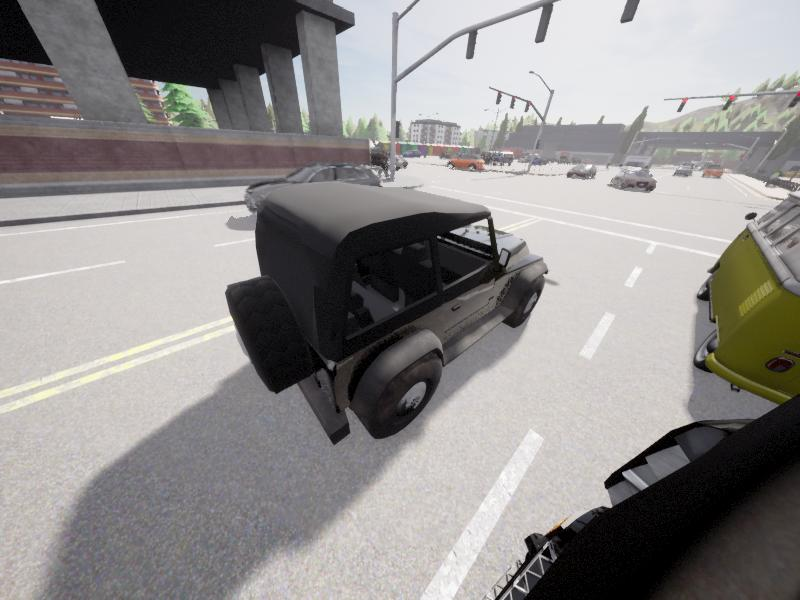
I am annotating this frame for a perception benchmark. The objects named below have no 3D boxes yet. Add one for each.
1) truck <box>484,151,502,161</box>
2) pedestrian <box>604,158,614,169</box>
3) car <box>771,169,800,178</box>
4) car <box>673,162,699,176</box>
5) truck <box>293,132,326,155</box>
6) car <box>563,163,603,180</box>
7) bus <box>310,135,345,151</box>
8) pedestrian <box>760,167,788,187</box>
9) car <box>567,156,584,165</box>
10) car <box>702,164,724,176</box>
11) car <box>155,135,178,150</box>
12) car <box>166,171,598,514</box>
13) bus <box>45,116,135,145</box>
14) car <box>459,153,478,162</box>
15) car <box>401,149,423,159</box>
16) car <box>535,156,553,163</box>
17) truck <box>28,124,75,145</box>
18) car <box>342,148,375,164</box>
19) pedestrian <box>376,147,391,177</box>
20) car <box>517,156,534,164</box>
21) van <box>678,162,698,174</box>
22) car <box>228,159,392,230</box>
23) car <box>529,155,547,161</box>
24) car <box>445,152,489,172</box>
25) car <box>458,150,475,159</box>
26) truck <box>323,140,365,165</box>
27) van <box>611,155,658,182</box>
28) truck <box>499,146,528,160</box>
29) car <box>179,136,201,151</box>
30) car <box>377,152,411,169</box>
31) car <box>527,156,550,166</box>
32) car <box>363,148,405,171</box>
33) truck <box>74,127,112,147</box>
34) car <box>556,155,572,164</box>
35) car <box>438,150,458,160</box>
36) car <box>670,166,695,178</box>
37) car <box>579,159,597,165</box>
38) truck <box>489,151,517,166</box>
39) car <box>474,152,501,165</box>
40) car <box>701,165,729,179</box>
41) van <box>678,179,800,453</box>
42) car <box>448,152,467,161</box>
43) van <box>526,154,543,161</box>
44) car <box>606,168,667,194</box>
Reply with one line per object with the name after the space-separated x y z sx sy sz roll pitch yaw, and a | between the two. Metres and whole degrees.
24.213 -37.524 60.160 4.478 2.038 2.069 -24 42 -35 | truck
41.795 -27.304 46.241 0.751 1.860 0.751 -26 43 -36 | pedestrian
90.185 -28.820 52.786 1.801 1.575 5.366 -24 42 -35 | car
52.887 -24.288 42.690 5.566 2.045 2.150 -24 42 -35 | car
-19.121 -33.072 48.773 2.891 3.827 8.468 -25 42 -35 | truck
20.896 -14.712 26.345 4.792 1.488 2.163 -24 42 -35 | car
-24.901 -54.195 79.867 10.273 4.253 3.944 -24 42 -34 | bus
41.313 -13.614 25.576 0.751 1.860 0.751 -25 42 -35 | pedestrian
46.722 -37.084 61.369 4.605 1.855 1.932 -24 42 -35 | car
63.709 -26.554 47.076 3.866 1.878 1.905 -24 42 -35 | car
-37.488 -25.264 37.127 1.905 1.878 3.866 -24 42 -35 | car
0.274 -0.351 2.784 3.866 1.878 1.905 -24 42 -35 | car
-65.295 -36.016 49.424 10.273 4.253 3.944 -24 42 -34 | bus
14.796 -30.867 50.028 3.806 1.475 1.970 -24 42 -35 | car
2.696 -33.642 53.165 4.611 1.667 2.242 -24 42 -35 | car
38.218 -37.188 61.310 5.357 1.415 2.033 -24 42 -35 | car
-54.985 -26.148 36.667 2.615 2.467 5.204 -24 42 -35 | truck
-5.931 -20.548 32.873 1.930 1.638 5.238 -25 42 -35 | car
-1.201 -10.213 17.140 0.751 1.860 0.751 26 40 30 | pedestrian
29.941 -33.447 55.059 3.806 1.475 1.970 -24 42 -35 | car
58.990 -27.043 47.349 4.442 1.987 1.775 -24 42 -35 | van
-2.808 -4.008 8.300 4.856 1.649 2.033 -24 42 -35 | car
50.846 -52.325 85.186 2.038 1.542 4.974 -23 41 -33 | car
8.254 -17.300 28.909 4.553 1.767 2.097 30 42 35 | car
18.754 -41.031 65.204 4.605 1.855 1.932 -24 42 -35 | car
-7.122 -18.775 29.361 2.627 2.467 5.204 -25 42 -35 | truck
28.103 -15.785 27.655 6.366 2.431 2.351 -24 42 -35 | van
41.497 -53.776 84.639 2.891 3.827 8.468 -23 41 -33 | truck
-35.280 -26.261 38.796 1.905 1.878 3.866 -24 42 -35 | car
-0.824 -17.121 28.247 1.816 1.474 4.193 -25 42 -35 | car
28.815 -28.860 47.933 4.611 1.667 2.242 -24 42 -35 | car
-1.823 -15.035 24.668 1.932 1.855 4.605 -25 42 -35 | car
-51.750 -27.609 39.113 2.615 2.467 5.204 -24 42 -35 | truck
44.856 -38.370 63.171 3.866 1.878 1.905 -24 42 -35 | car
11.095 -33.499 53.276 4.605 1.855 1.932 -24 42 -35 | car
47.209 -21.430 38.540 5.357 1.411 2.033 -25 42 -35 | car
57.012 -41.898 70.122 1.970 1.475 3.806 -24 42 -34 | car
17.534 -23.982 39.252 4.478 2.038 2.069 -24 42 -35 | truck
15.570 -25.150 41.034 4.605 1.855 1.932 -24 42 -35 | car
53.147 -21.727 39.080 4.553 1.767 2.097 -24 42 -35 | car
5.427 -0.147 2.780 4.442 1.987 1.775 -24 42 -35 | van
12.891 -32.163 51.781 3.905 1.438 1.784 -24 42 -35 | car
48.295 -51.275 83.010 2.069 2.038 4.480 -23 41 -33 | van
19.283 -9.970 19.136 1.994 1.385 4.181 15 35 18 | car
